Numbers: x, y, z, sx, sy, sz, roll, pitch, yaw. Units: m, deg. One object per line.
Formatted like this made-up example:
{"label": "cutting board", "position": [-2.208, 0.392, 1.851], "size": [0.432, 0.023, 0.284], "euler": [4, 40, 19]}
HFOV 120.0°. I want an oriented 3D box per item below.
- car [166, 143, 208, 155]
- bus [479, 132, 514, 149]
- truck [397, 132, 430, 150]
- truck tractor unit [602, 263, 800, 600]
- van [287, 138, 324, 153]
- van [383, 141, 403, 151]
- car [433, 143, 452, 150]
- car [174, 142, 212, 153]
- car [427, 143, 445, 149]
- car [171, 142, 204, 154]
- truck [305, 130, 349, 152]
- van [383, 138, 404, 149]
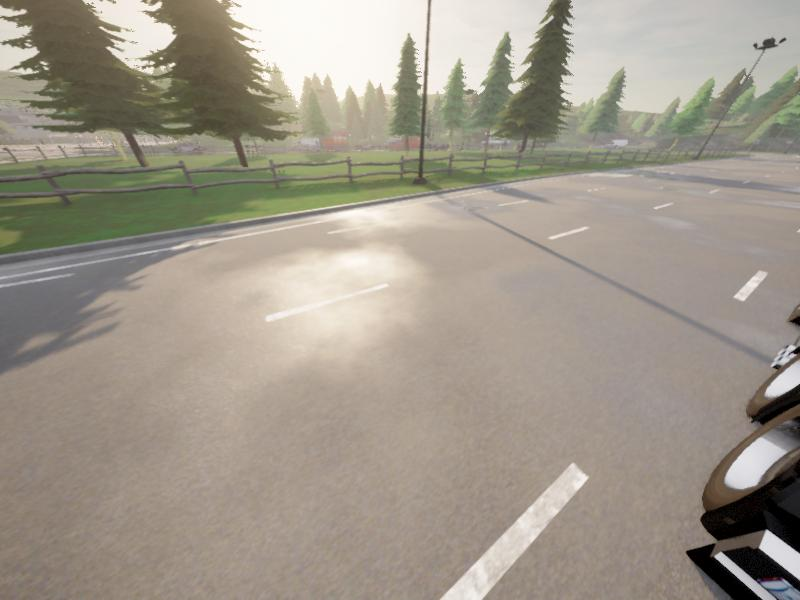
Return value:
{"label": "car", "position": [-36.473, -26.079, 39.730], "size": [4.856, 1.649, 2.033], "euler": [-18, 39, -24]}
{"label": "bus", "position": [30.895, -51.100, 74.150], "size": [10.273, 4.253, 3.944], "euler": [-18, 39, -24]}
{"label": "truck", "position": [3.558, -42.195, 61.417], "size": [8.468, 3.827, 2.891], "euler": [-18, 39, -24]}
{"label": "truck tractor unit", "position": [5.115, -0.293, 0.789], "size": [6.516, 4.208, 3.053], "euler": [-18, 39, -24]}
{"label": "van", "position": [-19.318, -31.939, 47.645], "size": [6.366, 2.431, 2.351], "euler": [-18, 39, -24]}
{"label": "van", "position": [-1.695, -37.439, 56.134], "size": [4.442, 1.987, 1.775], "euler": [-18, 39, -24]}
{"label": "car", "position": [11.424, -41.471, 62.500], "size": [4.892, 1.490, 1.837], "euler": [-18, 39, -24]}
{"label": "car", "position": [-39.938, -29.564, 44.711], "size": [5.027, 1.651, 2.152], "euler": [-18, 39, -24]}
{"label": "car", "position": [10.840, -45.902, 68.840], "size": [5.008, 1.535, 1.882], "euler": [-18, 39, -24]}
{"label": "car", "position": [-38.555, -27.705, 42.063], "size": [3.988, 1.617, 1.851], "euler": [-18, 39, -24]}
{"label": "truck", "position": [-16.193, -35.824, 52.044], "size": [8.468, 3.827, 2.891], "euler": [-18, 39, -24]}
{"label": "van", "position": [-1.834, -44.549, 65.842], "size": [5.915, 2.561, 1.988], "euler": [-18, 39, -24]}
